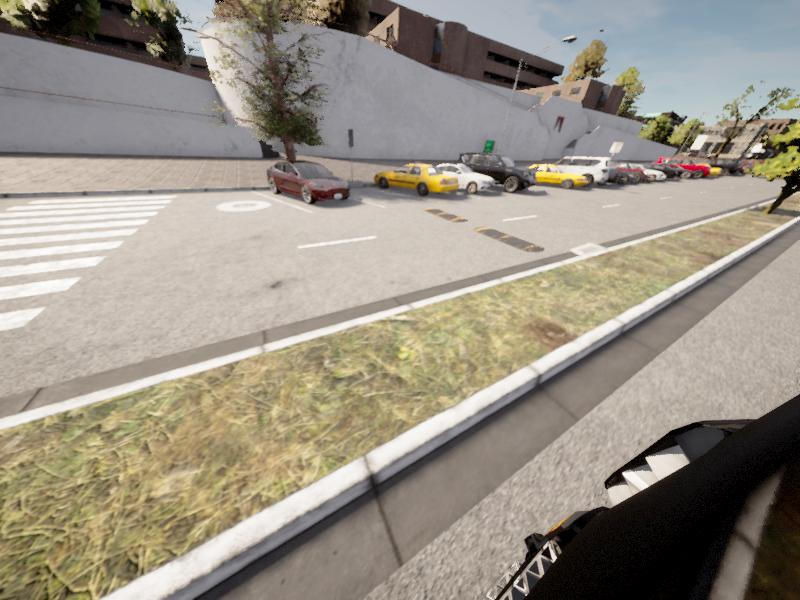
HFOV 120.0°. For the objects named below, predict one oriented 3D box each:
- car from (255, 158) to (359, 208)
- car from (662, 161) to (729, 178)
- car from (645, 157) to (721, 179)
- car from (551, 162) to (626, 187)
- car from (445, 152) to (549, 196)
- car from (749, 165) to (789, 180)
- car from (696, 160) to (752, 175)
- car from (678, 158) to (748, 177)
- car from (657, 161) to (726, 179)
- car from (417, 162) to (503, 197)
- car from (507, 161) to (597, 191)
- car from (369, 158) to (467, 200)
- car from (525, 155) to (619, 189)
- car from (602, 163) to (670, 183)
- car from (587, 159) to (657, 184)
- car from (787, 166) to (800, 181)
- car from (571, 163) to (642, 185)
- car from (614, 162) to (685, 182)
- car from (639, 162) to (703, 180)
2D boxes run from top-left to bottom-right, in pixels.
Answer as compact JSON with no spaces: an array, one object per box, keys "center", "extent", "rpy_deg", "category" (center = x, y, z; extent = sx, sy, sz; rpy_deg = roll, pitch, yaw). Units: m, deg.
[{"center":[-4.324,-5.546,10.634],"extent":[4.792,1.488,2.163],"rpy_deg":[27,40,33],"category":"car"},{"center":[40.313,-18.031,31.817],"extent":[5.366,1.575,1.946],"rpy_deg":[27,41,33],"category":"car"},{"center":[35.217,-16.682,29.107],"extent":[5.566,2.045,2.435],"rpy_deg":[27,41,33],"category":"car"},{"center":[16.711,-11.286,20.658],"extent":[4.792,1.488,2.163],"rpy_deg":[27,41,33],"category":"car"},{"center":[6.229,-8.611,15.502],"extent":[5.566,2.045,2.435],"rpy_deg":[27,40,33],"category":"car"},{"center":[50.652,-17.567,31.723],"extent":[4.892,1.490,1.837],"rpy_deg":[-16,38,-24],"category":"car"},{"center":[51.016,-20.986,36.575],"extent":[4.553,1.767,2.185],"rpy_deg":[27,41,33],"category":"car"},{"center":[45.702,-19.649,34.061],"extent":[5.566,2.045,2.435],"rpy_deg":[27,41,33],"category":"car"},{"center":[37.963,-17.155,30.386],"extent":[5.366,1.575,1.946],"rpy_deg":[27,41,33],"category":"car"},{"center":[3.556,-7.669,14.423],"extent":[4.674,1.452,2.002],"rpy_deg":[27,40,33],"category":"car"},{"center":[11.605,-9.781,18.045],"extent":[5.366,1.575,1.946],"rpy_deg":[27,40,33],"category":"car"},{"center":[0.781,-7.061,13.238],"extent":[5.366,1.575,1.946],"rpy_deg":[27,41,33],"category":"car"},{"center":[14.087,-10.792,19.265],"extent":[5.566,2.045,2.435],"rpy_deg":[27,41,33],"category":"car"},{"center":[24.644,-13.478,24.360],"extent":[4.674,1.452,2.002],"rpy_deg":[27,41,33],"category":"car"},{"center":[21.992,-12.889,23.052],"extent":[4.553,1.767,2.185],"rpy_deg":[27,41,33],"category":"car"},{"center":[54.322,-16.751,30.561],"extent":[4.611,1.667,2.242],"rpy_deg":[-16,38,-24],"category":"car"},{"center":[19.377,-12.001,21.896],"extent":[4.674,1.452,2.002],"rpy_deg":[27,40,33],"category":"car"},{"center":[27.284,-14.248,25.561],"extent":[5.008,1.535,2.097],"rpy_deg":[27,41,33],"category":"car"},{"center":[32.575,-15.705,28.028],"extent":[4.792,1.488,2.163],"rpy_deg":[27,41,33],"category":"car"}]
